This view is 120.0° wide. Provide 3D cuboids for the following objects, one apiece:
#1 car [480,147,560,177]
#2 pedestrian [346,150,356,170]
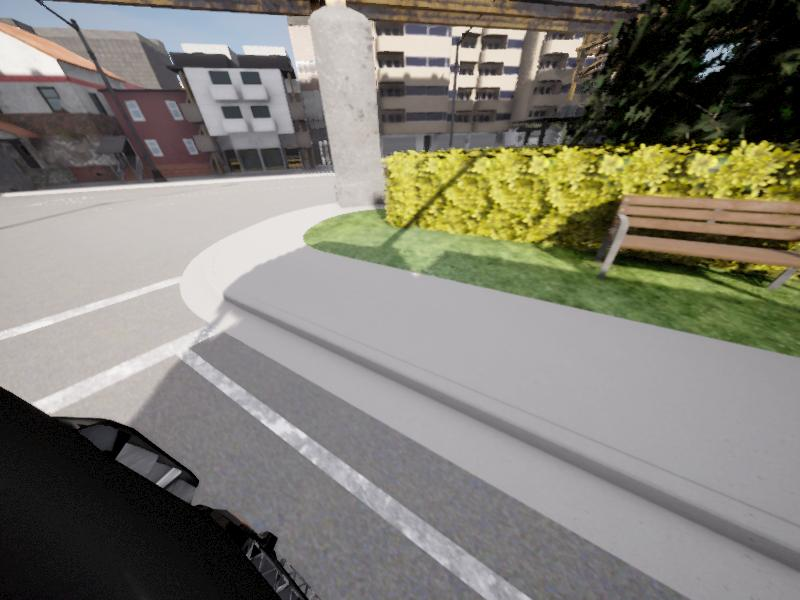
[{"bbox_3d":[9.194,-10.741,17.922,5.238,1.638,1.930,-10,34,-11],"label":"car"},{"bbox_3d":[-5.494,-15.735,25.904,0.751,1.860,0.751,-11,35,-12],"label":"pedestrian"}]
